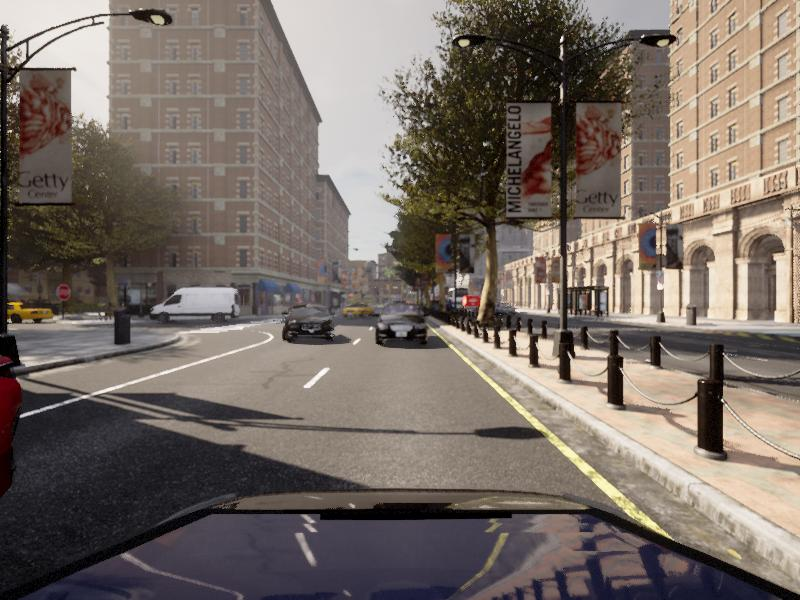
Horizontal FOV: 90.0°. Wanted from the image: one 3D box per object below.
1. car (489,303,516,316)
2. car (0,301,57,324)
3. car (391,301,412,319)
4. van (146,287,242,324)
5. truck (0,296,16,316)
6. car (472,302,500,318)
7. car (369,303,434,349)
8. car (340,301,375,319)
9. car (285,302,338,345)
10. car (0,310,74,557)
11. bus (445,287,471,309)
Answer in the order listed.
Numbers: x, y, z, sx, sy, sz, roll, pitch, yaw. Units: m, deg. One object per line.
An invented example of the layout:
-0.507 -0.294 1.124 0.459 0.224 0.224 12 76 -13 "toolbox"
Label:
11.654 1.056 45.656 1.895 1.301 4.718 0 0 0 "car"
-28.277 0.873 28.895 5.366 1.575 1.801 0 0 -1 "car"
0.124 0.881 37.452 1.851 1.617 3.988 0 0 0 "car"
-14.905 0.396 29.267 5.915 2.561 1.988 0 0 -9 "van"
-44.849 0.646 42.278 2.390 2.098 6.274 0 0 0 "truck"
8.131 0.922 38.157 1.845 1.501 3.633 0 0 0 "car"
0.052 0.876 15.704 2.128 1.511 4.902 0 0 0 "car"
-3.940 0.897 38.153 1.801 1.575 5.366 0 0 11 "car"
-3.877 0.887 16.868 1.837 1.490 4.892 2 0 -16 "car"
-3.495 0.832 0.792 2.007 1.525 4.514 0 0 0 "car"
11.654 -0.339 81.521 3.944 4.253 10.273 0 0 0 "bus"
